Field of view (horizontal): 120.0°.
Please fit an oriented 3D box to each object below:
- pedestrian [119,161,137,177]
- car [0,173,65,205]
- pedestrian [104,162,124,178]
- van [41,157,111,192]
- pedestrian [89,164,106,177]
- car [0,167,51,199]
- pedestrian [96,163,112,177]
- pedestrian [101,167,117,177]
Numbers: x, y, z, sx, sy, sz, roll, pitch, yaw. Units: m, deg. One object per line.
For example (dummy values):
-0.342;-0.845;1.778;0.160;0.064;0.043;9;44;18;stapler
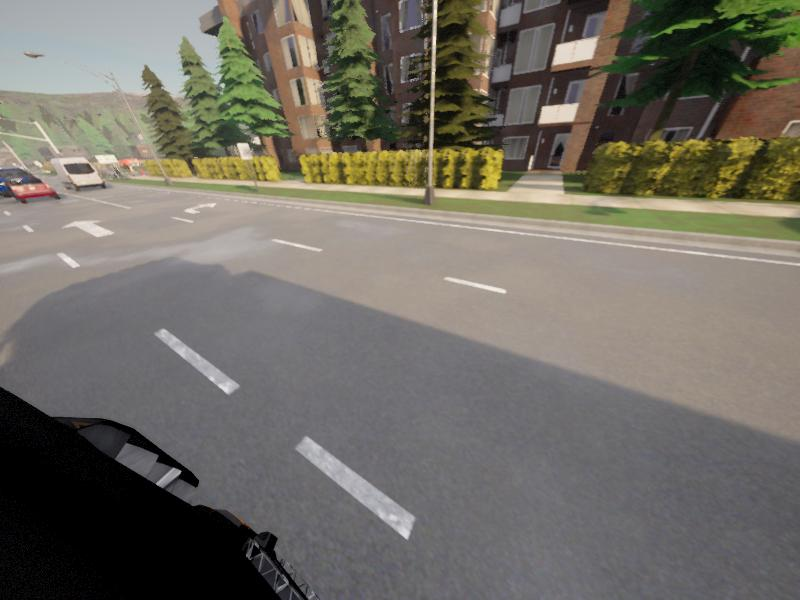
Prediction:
-37.637;-18.082;31.957;0.751;1.860;0.751;18;39;28;pedestrian
-26.254;-7.922;16.338;3.988;1.617;1.851;17;38;26;car
-38.137;-17.308;30.807;0.751;1.860;0.751;12;36;21;pedestrian
-30.167;-11.712;21.500;5.915;2.561;1.988;16;38;26;van
-49.787;-21.349;38.025;0.751;1.860;0.751;17;38;27;pedestrian
-32.391;-9.916;19.386;5.566;2.045;2.150;16;38;26;car
-49.029;-21.577;38.319;0.751;1.860;0.751;18;39;28;pedestrian
-42.060;-18.521;33.438;0.751;1.300;0.751;11;36;19;pedestrian
